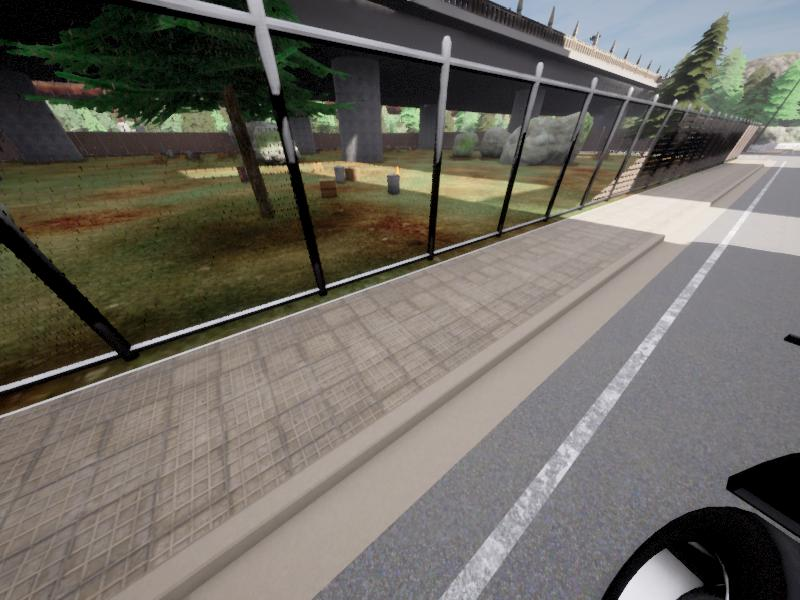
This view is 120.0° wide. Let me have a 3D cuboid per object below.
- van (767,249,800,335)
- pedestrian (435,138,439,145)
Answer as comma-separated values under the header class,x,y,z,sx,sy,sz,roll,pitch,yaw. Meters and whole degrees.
class,x,y,z,sx,sy,sz,roll,pitch,yaw
van,7.779,-0.674,3.059,4.480,2.038,2.069,-20,40,-27
pedestrian,11.546,-49.511,72.299,0.751,1.860,0.751,11,37,15
